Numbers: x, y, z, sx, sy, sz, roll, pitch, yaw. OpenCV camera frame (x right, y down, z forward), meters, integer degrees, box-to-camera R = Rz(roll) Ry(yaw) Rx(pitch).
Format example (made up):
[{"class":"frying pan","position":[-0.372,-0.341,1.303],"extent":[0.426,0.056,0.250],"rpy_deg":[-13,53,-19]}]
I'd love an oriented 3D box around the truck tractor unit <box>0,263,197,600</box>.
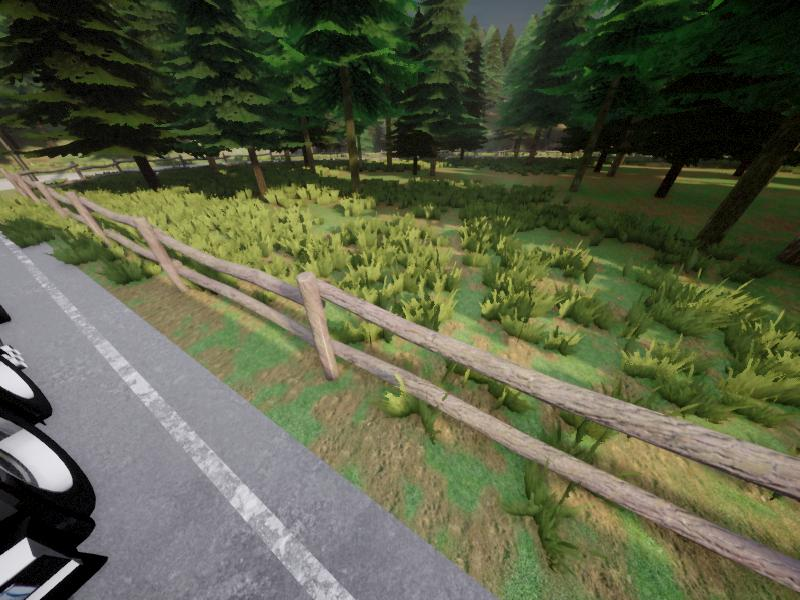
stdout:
[{"class":"truck tractor unit","position":[-5.109,-0.303,0.782],"extent":[6.516,4.208,3.053],"rpy_deg":[18,39,24]}]
